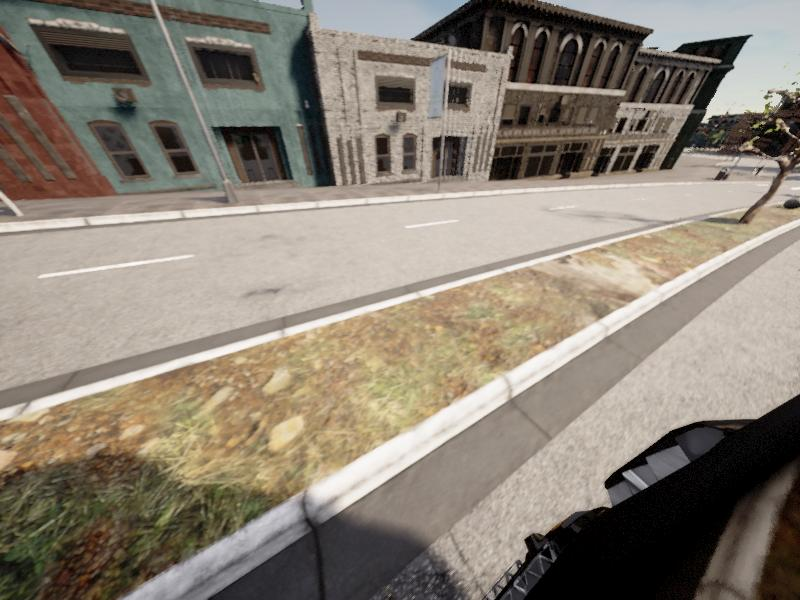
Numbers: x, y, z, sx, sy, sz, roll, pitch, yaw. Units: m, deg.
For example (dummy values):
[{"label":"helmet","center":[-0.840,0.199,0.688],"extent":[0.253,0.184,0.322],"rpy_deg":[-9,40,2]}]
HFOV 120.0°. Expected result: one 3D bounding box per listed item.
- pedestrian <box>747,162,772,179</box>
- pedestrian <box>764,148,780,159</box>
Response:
[{"label":"pedestrian","center":[48.078,-17.314,30.907],"extent":[0.751,1.860,0.751],"rpy_deg":[18,40,24]},{"label":"pedestrian","center":[80.407,-31.737,49.991],"extent":[0.751,1.860,0.751],"rpy_deg":[10,38,16]}]
